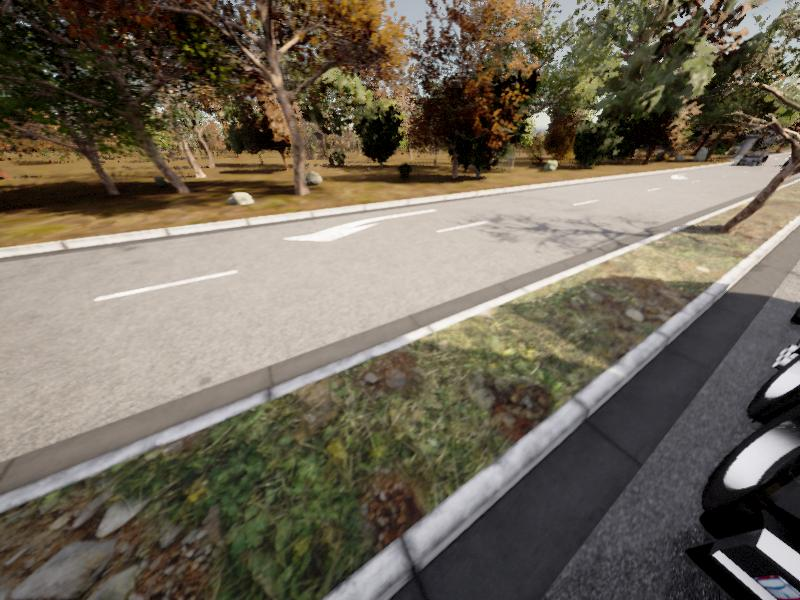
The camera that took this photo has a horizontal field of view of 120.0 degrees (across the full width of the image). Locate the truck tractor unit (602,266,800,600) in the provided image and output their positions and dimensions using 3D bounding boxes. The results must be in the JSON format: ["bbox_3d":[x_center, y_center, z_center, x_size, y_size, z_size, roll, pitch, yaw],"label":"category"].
[{"bbox_3d":[5.114,-0.299,0.779,6.516,4.208,3.053,-18,39,-24],"label":"truck tractor unit"}]

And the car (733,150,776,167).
[{"bbox_3d":[41.749,-16.660,27.196,3.705,1.549,1.789,-18,39,-24],"label":"car"}]

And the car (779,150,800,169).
[{"bbox_3d":[45.650,-15.980,26.183,3.988,1.617,1.851,-18,39,-24],"label":"car"}]
